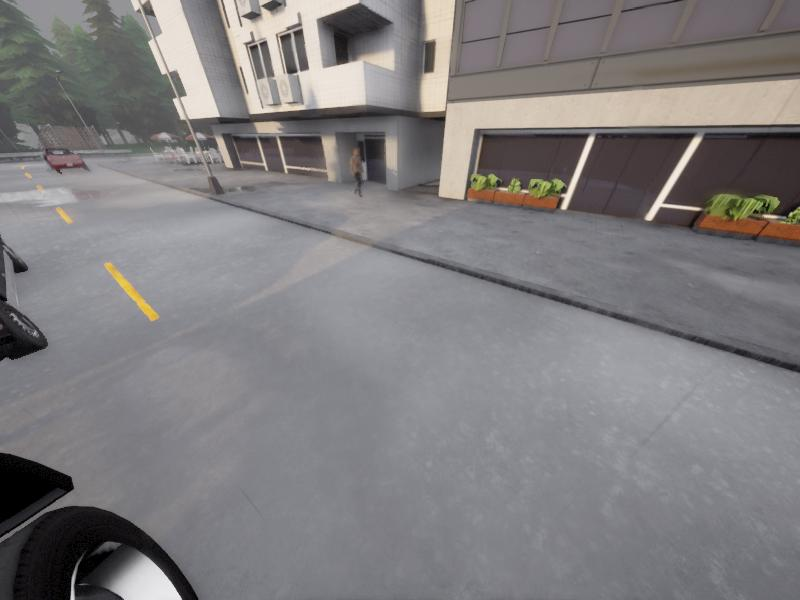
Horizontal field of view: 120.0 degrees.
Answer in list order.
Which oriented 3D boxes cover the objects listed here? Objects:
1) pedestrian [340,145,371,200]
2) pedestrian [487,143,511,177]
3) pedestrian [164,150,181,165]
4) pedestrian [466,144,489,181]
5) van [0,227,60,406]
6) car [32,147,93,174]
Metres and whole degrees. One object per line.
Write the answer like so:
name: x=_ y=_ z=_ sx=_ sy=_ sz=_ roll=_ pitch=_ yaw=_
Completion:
pedestrian: x=-1.784 y=-5.245 z=9.512 sx=0.751 sy=1.860 sz=0.751 roll=24 pitch=41 yaw=29
pedestrian: x=6.554 y=-9.297 z=15.365 sx=0.751 sy=1.860 sz=0.751 roll=-12 pitch=37 yaw=-17
pedestrian: x=-20.454 y=-12.780 z=20.743 sx=0.500 sy=1.100 sz=0.500 roll=6 pitch=35 yaw=7
pedestrian: x=4.635 y=-8.269 z=13.929 sx=0.751 sy=1.860 sz=0.751 roll=27 pitch=43 yaw=33
van: x=-6.848 y=-0.657 z=2.607 sx=5.915 sy=2.561 sz=1.988 roll=22 pitch=40 yaw=28
car: x=-25.579 y=-10.658 z=17.543 sx=3.633 sy=1.501 sz=1.845 roll=22 pitch=41 yaw=28
